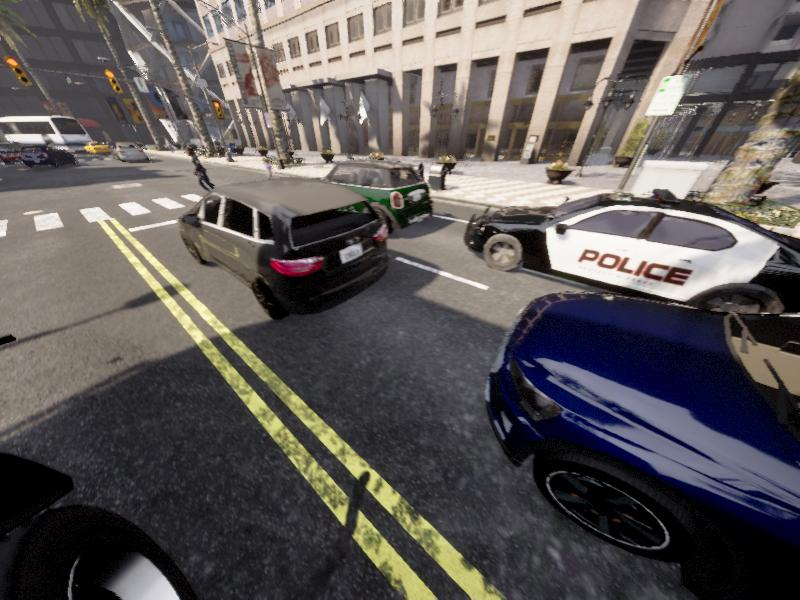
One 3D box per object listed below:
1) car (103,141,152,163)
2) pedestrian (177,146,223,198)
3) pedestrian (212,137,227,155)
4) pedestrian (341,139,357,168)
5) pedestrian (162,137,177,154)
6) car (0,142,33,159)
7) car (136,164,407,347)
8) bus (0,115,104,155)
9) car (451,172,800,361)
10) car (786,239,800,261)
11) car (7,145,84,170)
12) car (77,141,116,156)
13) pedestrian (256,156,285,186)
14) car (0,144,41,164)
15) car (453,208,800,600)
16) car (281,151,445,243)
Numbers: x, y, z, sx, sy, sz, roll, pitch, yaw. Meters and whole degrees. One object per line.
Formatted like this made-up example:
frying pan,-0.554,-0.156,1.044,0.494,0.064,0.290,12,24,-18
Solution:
car,-28.554,-15.550,24.201,4.611,1.667,2.242,24,42,29
pedestrian,-8.493,-5.451,9.870,0.751,1.860,0.751,-29,44,-34
pedestrian,-23.712,-20.206,30.317,0.751,1.860,0.751,24,42,29
pedestrian,-4.009,-11.521,18.183,0.751,1.860,0.751,28,44,33
pedestrian,-30.637,-20.526,30.732,0.751,1.860,0.751,-27,43,-33
car,-45.719,-17.523,27.059,3.806,1.475,1.970,19,39,24
car,-2.416,-1.395,4.392,4.611,1.667,2.242,24,42,29
bus,-49.843,-23.090,32.477,10.273,4.253,3.944,5,36,7
car,3.753,-1.146,4.195,4.974,1.542,2.038,24,42,30
car,10.568,-0.419,3.252,4.792,1.488,2.163,23,41,29
car,-29.434,-12.063,19.407,1.845,1.501,3.633,-15,38,-21
car,-42.374,-21.239,32.222,5.366,1.575,1.801,19,40,25
pedestrian,-6.987,-6.986,12.524,0.751,1.300,0.751,22,41,28
car,-38.008,-14.497,22.831,4.792,1.488,2.163,23,41,29
car,3.017,1.036,1.032,4.856,1.649,2.033,24,42,30
car,-1.232,-3.467,7.211,4.553,1.767,2.097,24,42,30
